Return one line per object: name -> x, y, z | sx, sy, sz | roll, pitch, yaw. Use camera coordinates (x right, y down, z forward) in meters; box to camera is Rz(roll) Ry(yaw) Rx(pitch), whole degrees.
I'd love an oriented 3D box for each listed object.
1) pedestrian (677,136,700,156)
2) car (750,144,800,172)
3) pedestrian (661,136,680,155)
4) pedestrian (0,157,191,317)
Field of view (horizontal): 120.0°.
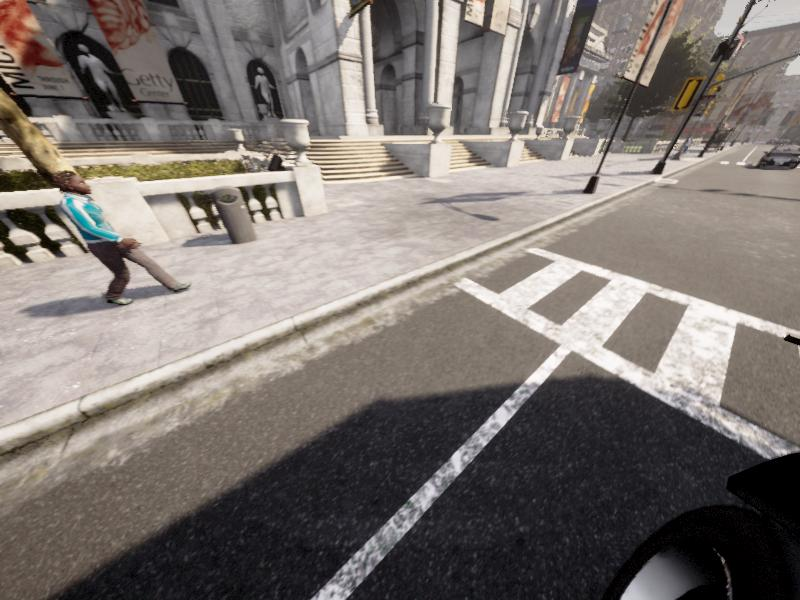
pedestrian -> 32.630, -17.414, 26.166 | 0.751, 1.860, 0.751 | 20, 40, 26
car -> 29.408, -11.014, 17.803 | 4.902, 1.511, 2.128 | -24, 42, -30
pedestrian -> 32.744, -18.717, 27.996 | 0.751, 1.860, 0.751 | 29, 45, 35
pedestrian -> -3.883, -0.800, 3.122 | 0.751, 1.860, 0.751 | -14, 38, -19
